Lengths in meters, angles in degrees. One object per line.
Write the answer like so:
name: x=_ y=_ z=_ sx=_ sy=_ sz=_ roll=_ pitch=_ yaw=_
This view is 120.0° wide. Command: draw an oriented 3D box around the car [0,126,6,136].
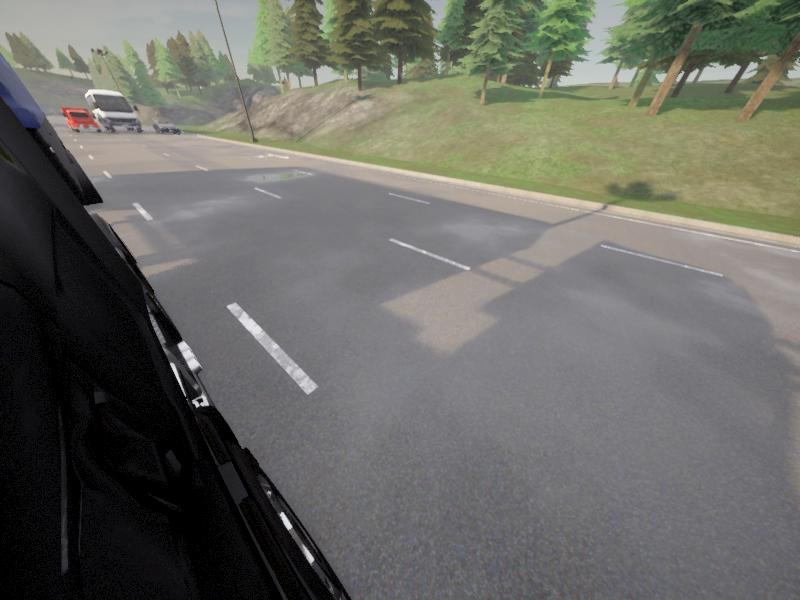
car: x=-39.455 y=-16.405 z=21.489 sx=4.856 sy=1.649 sz=2.033 roll=28 pitch=44 yaw=30

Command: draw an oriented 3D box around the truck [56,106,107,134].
truck: x=-39.213 y=-22.116 z=28.415 sx=5.204 sy=2.467 sz=2.627 roll=28 pitch=44 yaw=30

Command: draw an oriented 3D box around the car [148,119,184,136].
car: x=-31.603 y=-23.267 z=31.148 sx=5.027 sy=1.651 sz=2.152 roll=30 pitch=44 yaw=31

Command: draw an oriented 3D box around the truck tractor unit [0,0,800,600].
truck tractor unit: x=-2.645 y=-0.295 z=0.352 sx=6.516 sy=4.208 sz=3.053 roll=28 pitch=44 yaw=30

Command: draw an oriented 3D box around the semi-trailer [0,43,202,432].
semi-trailer: x=-8.688 y=-3.624 z=4.221 sx=14.254 sy=4.402 sz=2.717 roll=28 pitch=44 yaw=30

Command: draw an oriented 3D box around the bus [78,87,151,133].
bus: x=-39.112 y=-25.634 z=31.628 sx=10.273 sy=4.253 sz=3.944 roll=27 pitch=43 yaw=31
